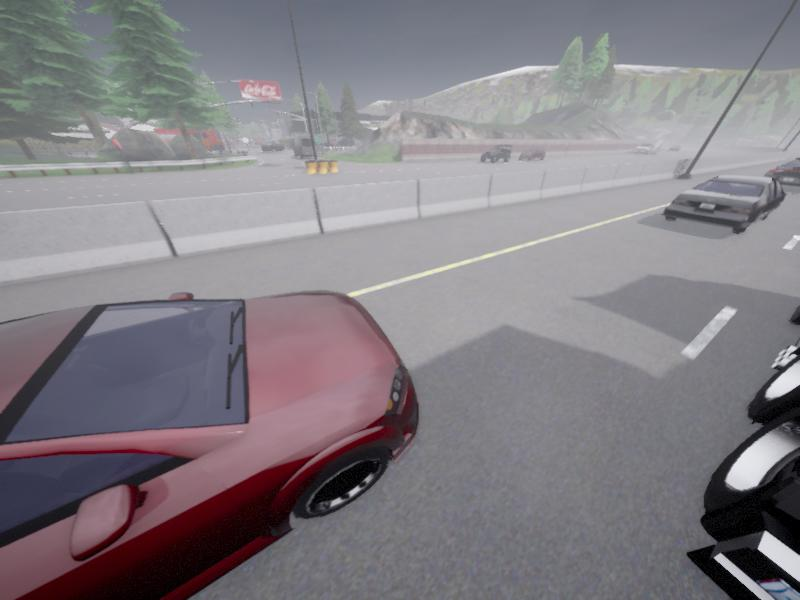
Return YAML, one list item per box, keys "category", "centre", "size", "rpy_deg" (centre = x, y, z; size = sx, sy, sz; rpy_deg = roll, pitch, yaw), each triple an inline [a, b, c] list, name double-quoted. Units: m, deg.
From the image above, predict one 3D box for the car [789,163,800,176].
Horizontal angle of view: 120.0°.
- category: "car"
  centre: [35.421, -11.336, 19.286]
  size: [4.974, 1.542, 2.038]
  rpy_deg: [-18, 39, -24]

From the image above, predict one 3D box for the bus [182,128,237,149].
- category: "bus"
  centre: [-50.269, -43.041, 61.676]
  size: [10.273, 4.253, 3.944]
  rpy_deg: [-18, 39, -24]

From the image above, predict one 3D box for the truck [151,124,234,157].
- category: "truck"
  centre: [-31.110, -24.371, 35.398]
  size: [8.468, 3.827, 2.891]
  rpy_deg: [-17, 39, -24]

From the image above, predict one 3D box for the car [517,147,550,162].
- category: "car"
  centre: [17.738, -19.450, 30.759]
  size: [3.705, 1.549, 1.789]
  rpy_deg: [-18, 39, -24]

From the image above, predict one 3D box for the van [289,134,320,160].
- category: "van"
  centre: [-12.134, -19.431, 29.255]
  size: [1.988, 2.561, 5.915]
  rpy_deg: [-18, 39, -25]

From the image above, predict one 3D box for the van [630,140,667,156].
- category: "van"
  centre: [48.586, -29.852, 45.214]
  size: [6.366, 2.431, 2.351]
  rpy_deg: [-18, 39, -24]

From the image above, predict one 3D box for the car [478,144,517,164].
- category: "car"
  centre: [11.728, -17.639, 27.805]
  size: [3.866, 1.878, 1.905]
  rpy_deg: [-18, 39, -24]

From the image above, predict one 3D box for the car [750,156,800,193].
- category: "car"
  centre: [23.583, -7.499, 13.654]
  size: [4.974, 1.542, 2.038]
  rpy_deg: [-18, 39, -24]

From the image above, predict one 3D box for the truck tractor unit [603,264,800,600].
- category: "truck tractor unit"
  centre: [5.109, -0.302, 0.791]
  size: [6.516, 4.208, 3.053]
  rpy_deg: [-18, 39, -24]

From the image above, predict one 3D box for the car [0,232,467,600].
- category: "car"
  centre: [-1.929, 0.847, 1.572]
  size: [4.181, 1.385, 1.994]
  rpy_deg: [-18, 39, -24]

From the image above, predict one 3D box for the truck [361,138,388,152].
- category: "truck"
  centre: [-5.649, -34.354, 51.169]
  size: [5.204, 2.467, 2.627]
  rpy_deg: [-18, 39, -24]

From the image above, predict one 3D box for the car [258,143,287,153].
- category: "car"
  centre: [-23.666, -28.539, 43.271]
  size: [1.882, 1.535, 5.008]
  rpy_deg: [8, 35, 10]

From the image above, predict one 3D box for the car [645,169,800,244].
- category: "car"
  centre: [11.062, -3.378, 7.740]
  size: [5.357, 1.411, 2.033]
  rpy_deg: [-18, 39, -24]
